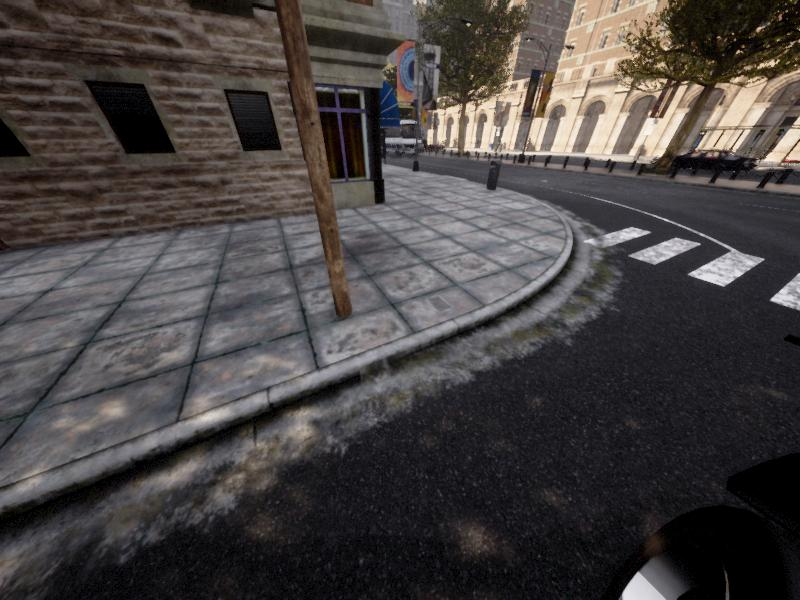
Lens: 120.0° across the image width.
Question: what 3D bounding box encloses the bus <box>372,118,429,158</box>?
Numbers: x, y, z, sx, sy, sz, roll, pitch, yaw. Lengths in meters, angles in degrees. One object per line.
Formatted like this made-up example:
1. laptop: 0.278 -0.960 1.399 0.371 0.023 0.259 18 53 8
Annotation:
1. bus: -0.325 -24.049 34.356 3.944 4.253 10.273 -16 38 -21

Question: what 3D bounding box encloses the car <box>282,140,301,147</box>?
1. car: -32.569 -47.106 69.540 4.611 1.667 2.242 -17 38 -22

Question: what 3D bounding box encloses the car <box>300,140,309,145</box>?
1. car: -35.764 -58.677 86.225 2.033 1.411 5.357 -16 38 -21

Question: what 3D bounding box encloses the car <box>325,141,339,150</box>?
1. car: -15.950 -36.263 54.163 2.007 1.525 4.514 -15 38 -20

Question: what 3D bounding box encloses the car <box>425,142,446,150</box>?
1. car: 7.473 -32.716 49.159 1.895 1.301 4.718 -16 38 -22

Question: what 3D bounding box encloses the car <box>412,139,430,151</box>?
1. car: 4.257 -32.463 48.314 1.905 1.878 3.866 -16 38 -21

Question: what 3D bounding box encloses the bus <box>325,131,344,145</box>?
1. bus: -25.274 -62.447 89.022 3.944 4.253 10.273 -16 38 -21

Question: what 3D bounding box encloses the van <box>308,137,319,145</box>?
1. van: -32.849 -60.253 87.543 2.351 2.431 6.366 -16 38 -21

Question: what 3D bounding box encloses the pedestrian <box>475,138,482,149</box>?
1. pedestrian: 15.741 -31.460 46.532 0.751 1.860 0.751 -7 36 -9

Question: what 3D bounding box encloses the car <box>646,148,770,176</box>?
1. car: 23.158 -10.714 17.751 2.033 1.411 5.357 -16 38 -21

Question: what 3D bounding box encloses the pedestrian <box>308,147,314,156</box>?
1. pedestrian: -11.990 -20.071 31.220 0.500 1.100 0.500 -17 39 -23

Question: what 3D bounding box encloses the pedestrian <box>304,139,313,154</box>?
1. pedestrian: -14.601 -24.569 36.962 0.751 1.860 0.751 -18 39 -23

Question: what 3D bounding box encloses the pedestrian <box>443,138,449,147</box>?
1. pedestrian: 11.261 -38.569 56.652 0.751 1.860 0.751 -16 38 -22

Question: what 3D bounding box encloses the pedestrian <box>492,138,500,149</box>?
1. pedestrian: 19.305 -31.347 46.348 0.751 1.860 0.751 -16 38 -21
